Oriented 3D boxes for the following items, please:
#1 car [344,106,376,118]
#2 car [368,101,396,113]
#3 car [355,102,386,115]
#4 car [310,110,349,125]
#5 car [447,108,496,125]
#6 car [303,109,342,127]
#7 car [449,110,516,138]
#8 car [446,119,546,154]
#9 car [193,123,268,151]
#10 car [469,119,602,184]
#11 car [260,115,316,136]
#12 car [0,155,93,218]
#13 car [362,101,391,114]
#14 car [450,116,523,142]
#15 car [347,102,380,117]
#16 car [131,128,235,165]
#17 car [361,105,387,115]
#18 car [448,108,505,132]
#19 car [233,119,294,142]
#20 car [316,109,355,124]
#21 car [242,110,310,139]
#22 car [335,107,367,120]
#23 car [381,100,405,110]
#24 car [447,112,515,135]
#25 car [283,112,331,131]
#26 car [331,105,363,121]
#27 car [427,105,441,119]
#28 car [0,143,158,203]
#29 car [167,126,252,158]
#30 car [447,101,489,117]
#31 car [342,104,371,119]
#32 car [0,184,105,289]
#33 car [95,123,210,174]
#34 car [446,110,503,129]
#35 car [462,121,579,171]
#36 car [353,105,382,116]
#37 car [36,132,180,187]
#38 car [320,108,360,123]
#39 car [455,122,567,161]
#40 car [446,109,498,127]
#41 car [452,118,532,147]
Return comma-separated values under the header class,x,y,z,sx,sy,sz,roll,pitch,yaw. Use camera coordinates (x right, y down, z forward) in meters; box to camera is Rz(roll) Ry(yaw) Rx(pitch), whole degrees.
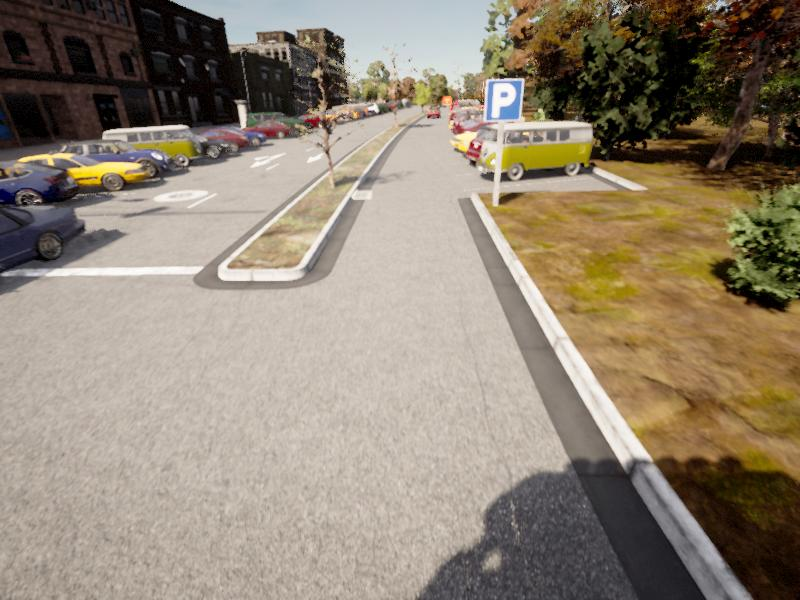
class,x,y,z,sx,sy,sz,roll,pitch,yaw
car,-6.910,-32.420,68.934,5.008,1.535,2.097,-8,27,-9
car,-3.932,-42.200,87.342,5.566,2.045,2.435,-8,27,-9
car,-5.677,-36.729,76.742,5.566,2.045,2.435,-8,28,-9
car,-9.352,-24.211,53.013,4.892,1.521,2.231,-8,28,-10
car,7.942,-20.553,44.802,4.792,1.488,2.163,-7,27,-11
car,-9.720,-22.952,50.290,4.553,1.767,2.185,-8,28,-11
car,6.441,-13.938,31.611,4.553,1.767,2.185,-8,28,-13
car,5.649,-9.756,23.742,5.366,1.575,1.946,-8,28,-14
car,-12.122,-11.813,28.976,4.674,1.452,2.002,-10,27,-13
car,5.216,-5.915,15.766,4.442,1.987,1.878,-9,28,-15
car,-11.081,-17.348,39.670,5.008,1.535,2.097,-9,27,-12
car,-13.332,-3.586,12.918,4.792,1.488,2.163,-10,28,-15
car,-4.780,-39.470,82.051,5.566,2.045,2.435,-8,27,-9
car,6.236,-12.445,29.067,4.674,1.452,2.002,-8,28,-13
car,-6.522,-34.002,71.456,5.566,2.045,2.435,-8,28,-9
car,-12.545,-9.097,23.595,4.892,1.521,2.231,-10,28,-14
car,-5.188,-37.855,79.531,4.792,1.488,2.163,-8,27,-9
car,7.025,-16.642,36.866,4.553,1.767,2.185,-7,28,-12
car,-11.629,-14.561,34.330,4.674,1.452,2.002,-9,28,-12
car,-8.984,-25.583,55.677,5.008,1.535,2.097,-8,27,-10
car,-11.348,-16.203,36.889,5.566,2.045,2.435,-9,27,-12
car,-7.776,-29.655,63.642,4.792,1.488,2.163,-8,28,-10
car,-1.815,-49.037,100.571,5.566,2.045,2.435,-8,28,-9
car,6.905,-15.207,34.340,5.366,1.575,1.946,-8,28,-13
car,-10.437,-20.093,45.009,5.008,1.535,2.097,-9,28,-11
car,-8.061,-28.538,60.905,4.442,1.987,1.878,-8,27,-10
car,5.002,-27.544,58.534,1.851,1.617,3.988,2,27,8
car,-12.850,-5.009,15.585,5.366,1.575,1.946,-10,28,-15
car,-12.332,-10.437,26.291,4.674,1.452,2.002,-10,28,-13
car,10.184,-28.895,60.366,5.566,2.045,2.435,-6,27,-10
car,-7.226,-31.272,66.208,4.442,1.987,1.878,-8,27,-10
car,-8.556,-0.906,7.416,2.033,1.411,5.357,0,26,2
car,-12.619,-7.945,20.838,4.442,1.987,1.878,-10,28,-14
car,7.276,-17.877,39.542,5.008,1.535,2.097,-7,28,-12
car,5.442,-7.189,18.468,4.553,1.767,2.185,-9,28,-14
car,-6.066,-35.148,74.223,5.008,1.535,2.097,-8,27,-9
car,-12.918,-6.456,18.162,4.553,1.767,2.185,-10,28,-14
car,-8.755,-26.926,58.292,5.366,1.575,1.946,-8,28,-10
car,5.820,-8.461,21.208,5.366,1.575,1.946,-8,28,-14
car,7.558,-19.193,42.162,4.792,1.488,2.163,-7,28,-12
car,6.022,-11.095,26.440,4.674,1.452,2.002,-8,28,-14
